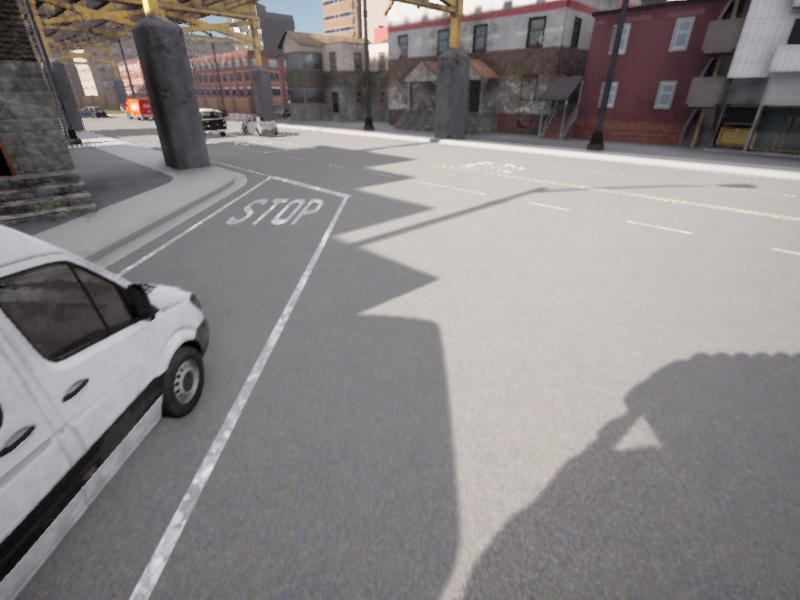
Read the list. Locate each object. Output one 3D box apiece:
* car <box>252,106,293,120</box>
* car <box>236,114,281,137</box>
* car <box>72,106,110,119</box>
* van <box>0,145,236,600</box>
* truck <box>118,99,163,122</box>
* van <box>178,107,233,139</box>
[{"bbox_3d":[-16.849,-24.797,53.016,4.974,1.542,2.038,-7,28,-13],"label":"car"},{"bbox_3d":[-11.633,-14.352,32.797,1.845,1.501,3.633,-24,35,-38],"label":"car"},{"bbox_3d":[-43.523,-26.406,56.341,3.806,1.475,1.970,7,28,13],"label":"car"},{"bbox_3d":[-3.258,0.904,2.075,1.988,2.561,5.915,1,27,2],"label":"van"},{"bbox_3d":[-33.351,-24.489,51.460,5.204,2.467,2.627,20,33,33],"label":"truck"},{"bbox_3d":[-15.462,-14.113,31.776,2.069,2.038,4.480,-24,36,-39],"label":"van"}]
